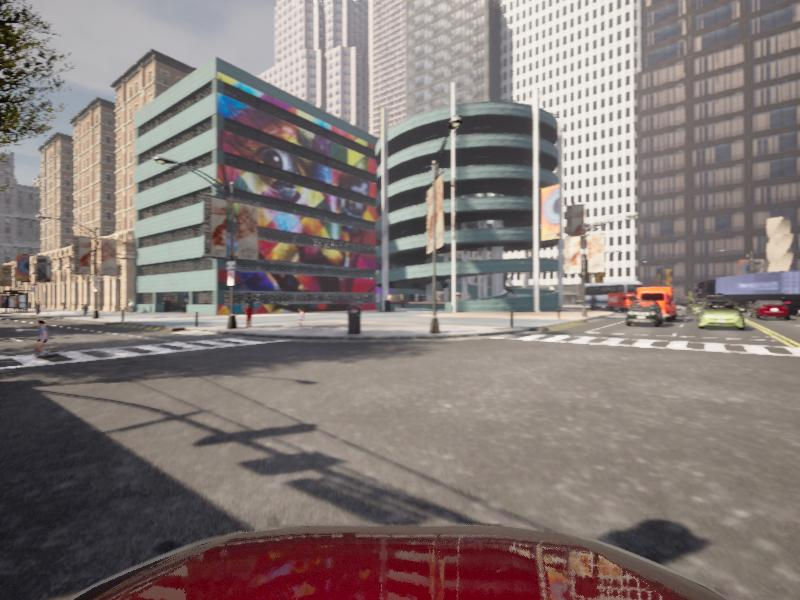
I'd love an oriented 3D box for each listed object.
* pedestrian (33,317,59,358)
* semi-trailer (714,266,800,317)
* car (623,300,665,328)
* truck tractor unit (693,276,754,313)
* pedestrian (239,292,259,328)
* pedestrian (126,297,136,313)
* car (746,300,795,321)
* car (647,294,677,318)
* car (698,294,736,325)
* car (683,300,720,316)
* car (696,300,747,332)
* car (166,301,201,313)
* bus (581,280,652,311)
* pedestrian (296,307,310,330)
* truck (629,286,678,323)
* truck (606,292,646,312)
[{"bbox_3d":[-10.000,1.047,11.300,0.500,1.100,0.500,0,0,43],"label":"pedestrian"},{"bbox_3d":[37.491,-0.736,41.903,2.717,4.402,14.254,0,0,19],"label":"semi-trailer"},{"bbox_3d":[14.737,0.770,24.096,1.789,1.549,3.705,0,0,37],"label":"car"},{"bbox_3d":[39.748,-0.639,49.462,3.053,4.208,6.516,0,0,9],"label":"truck tractor unit"},{"bbox_3d":[-7.938,0.508,21.058,0.751,1.860,0.751,0,0,-42],"label":"pedestrian"},{"bbox_3d":[-31.257,0.576,46.512,0.751,1.860,0.751,0,0,32],"label":"pedestrian"},{"bbox_3d":[28.857,0.764,31.348,2.163,1.488,4.792,0,0,35],"label":"car"},{"bbox_3d":[24.352,0.492,37.337,2.150,2.045,5.566,0,0,31],"label":"car"},{"bbox_3d":[21.774,0.578,27.642,1.932,1.855,4.605,0,2,37],"label":"car"},{"bbox_3d":[29.317,0.739,39.073,2.007,1.525,4.514,0,0,25],"label":"car"},{"bbox_3d":[17.435,0.776,21.844,2.007,1.525,4.514,0,0,37],"label":"car"},{"bbox_3d":[-28.216,0.838,52.161,4.786,1.482,2.161,0,0,37],"label":"car"},{"bbox_3d":[33.018,-0.633,61.701,3.944,4.253,10.273,1,0,-11],"label":"bus"},{"bbox_3d":[-4.741,0.878,19.530,0.500,1.100,0.500,0,0,-34],"label":"pedestrian"},{"bbox_3d":[18.770,0.299,29.481,2.627,2.467,5.204,0,0,37],"label":"truck"},{"bbox_3d":[29.664,0.266,52.780,2.627,2.467,5.204,0,0,4],"label":"truck"}]
